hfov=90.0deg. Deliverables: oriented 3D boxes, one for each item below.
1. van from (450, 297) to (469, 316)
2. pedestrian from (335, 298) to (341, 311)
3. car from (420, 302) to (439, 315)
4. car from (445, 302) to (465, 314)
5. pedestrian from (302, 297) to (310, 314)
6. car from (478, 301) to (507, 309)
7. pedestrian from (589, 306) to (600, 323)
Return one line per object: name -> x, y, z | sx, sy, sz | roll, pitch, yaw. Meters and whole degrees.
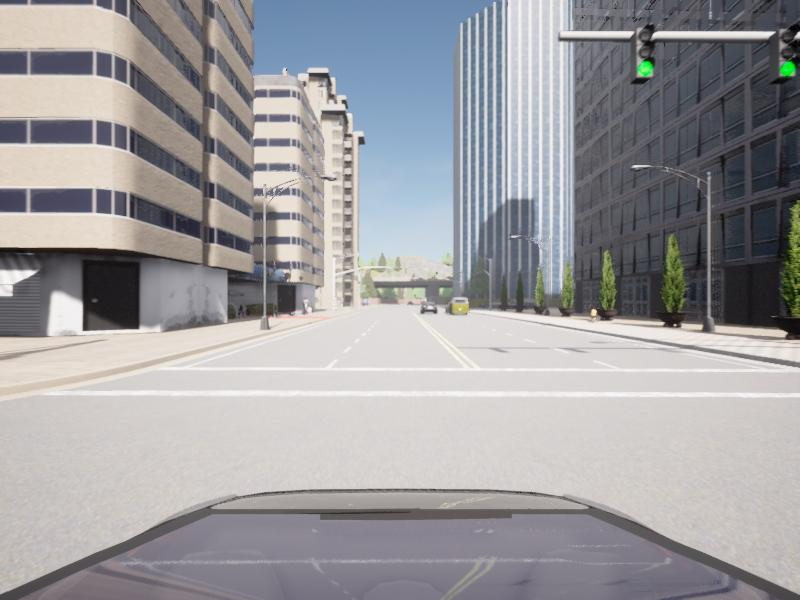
van -> 6.683, 0.728, 45.312 | 1.775, 1.987, 4.442 | 0, 0, 4
pedestrian -> -8.856, 0.627, 57.416 | 0.751, 1.860, 0.751 | 0, 0, -1
car -> 3.505, 0.962, 48.535 | 2.007, 1.525, 4.514 | 0, 0, 0
car -> 7.006, 0.970, 51.510 | 2.007, 1.525, 4.514 | 0, 0, 0
pedestrian -> -10.057, 0.598, 42.749 | 0.751, 1.860, 0.751 | 0, 0, -3
car -> 17.763, 0.968, 77.055 | 5.238, 1.638, 1.930 | 0, 0, -1
pedestrian -> 12.974, 0.962, 26.681 | 0.500, 1.100, 0.500 | 0, 0, -1
